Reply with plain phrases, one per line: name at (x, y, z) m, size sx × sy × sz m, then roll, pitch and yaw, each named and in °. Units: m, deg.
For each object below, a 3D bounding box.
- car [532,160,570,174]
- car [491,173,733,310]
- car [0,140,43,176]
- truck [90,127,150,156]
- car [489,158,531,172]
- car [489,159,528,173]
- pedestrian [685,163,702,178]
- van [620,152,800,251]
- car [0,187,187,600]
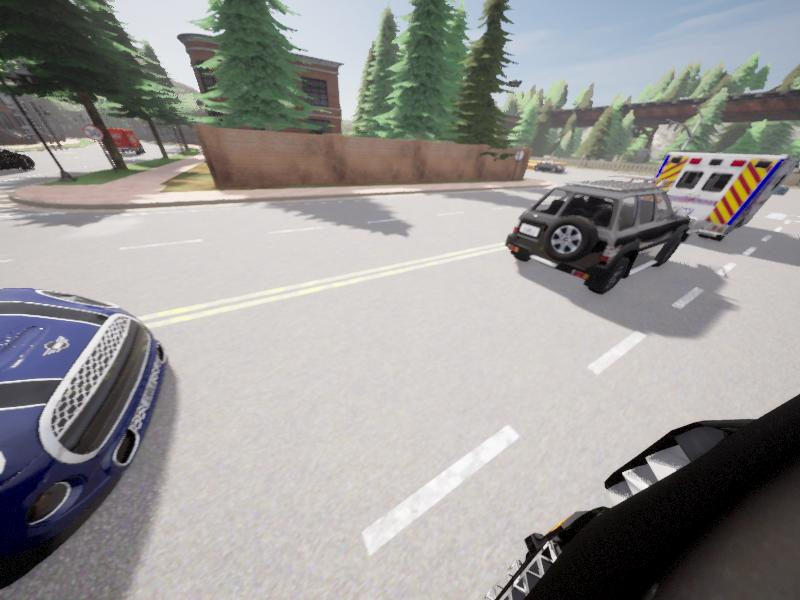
car at (21.474, -19.020, 32.988) m, size 1.970 × 1.475 × 3.806 m, roll -15°, pitch 38°, yaw -26°
car at (4.603, -1.653, 5.119) m, size 4.605 × 1.855 × 1.932 m, roll -16°, pitch 38°, yaw -26°
car at (-21.918, -7.436, 12.015) m, size 1.816 × 1.474 × 4.193 m, roll -15°, pitch 37°, yaw -24°
truck at (-31.953, -18.328, 26.723) m, size 2.627 × 2.467 × 5.204 m, roll -17°, pitch 38°, yaw -27°
car at (16.296, -20.282, 34.551) m, size 2.033 × 1.411 × 5.357 m, roll -16°, pitch 38°, yaw -26°
car at (14.555, -18.126, 31.189) m, size 1.994 × 1.385 × 4.181 m, roll -16°, pitch 38°, yaw -26°
pedestrian at (45.656, -20.124, 35.910) m, size 0.751 × 1.860 × 0.751 m, roll -15°, pitch 38°, yaw -25°
van at (11.589, -3.861, 8.505) m, size 6.366 × 2.431 × 2.351 m, roll -16°, pitch 38°, yaw -26°
car at (-4.126, 0.860, 0.717) m, size 4.553 × 1.767 × 2.097 m, roll -16°, pitch 38°, yaw -26°
